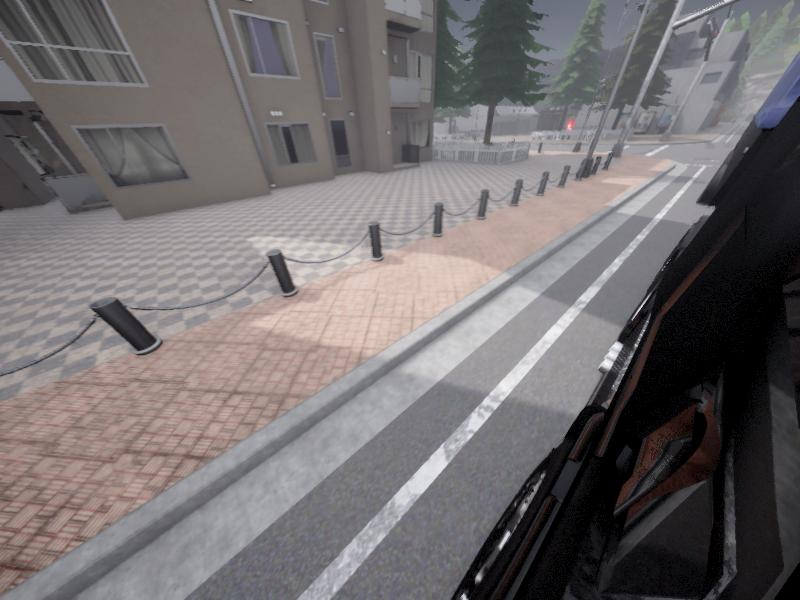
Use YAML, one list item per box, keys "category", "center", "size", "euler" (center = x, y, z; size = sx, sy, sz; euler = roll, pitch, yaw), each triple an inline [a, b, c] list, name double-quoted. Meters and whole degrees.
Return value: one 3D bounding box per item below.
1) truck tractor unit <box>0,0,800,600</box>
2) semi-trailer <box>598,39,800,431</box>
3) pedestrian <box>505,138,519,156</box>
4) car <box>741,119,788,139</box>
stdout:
- category: "truck tractor unit"
  center: [2.645, -0.295, 0.352]
  size: [6.516, 4.208, 3.053]
  euler: [-28, 44, -30]
- category: "semi-trailer"
  center: [8.691, -3.607, 4.241]
  size: [14.254, 4.402, 2.717]
  euler: [-28, 44, -30]
- category: "pedestrian"
  center: [8.462, -11.592, 17.475]
  size: [0.500, 1.100, 0.500]
  euler: [29, 47, 36]
- category: "car"
  center: [36.687, -17.288, 23.340]
  size: [4.181, 1.385, 1.994]
  euler: [-28, 44, -30]
